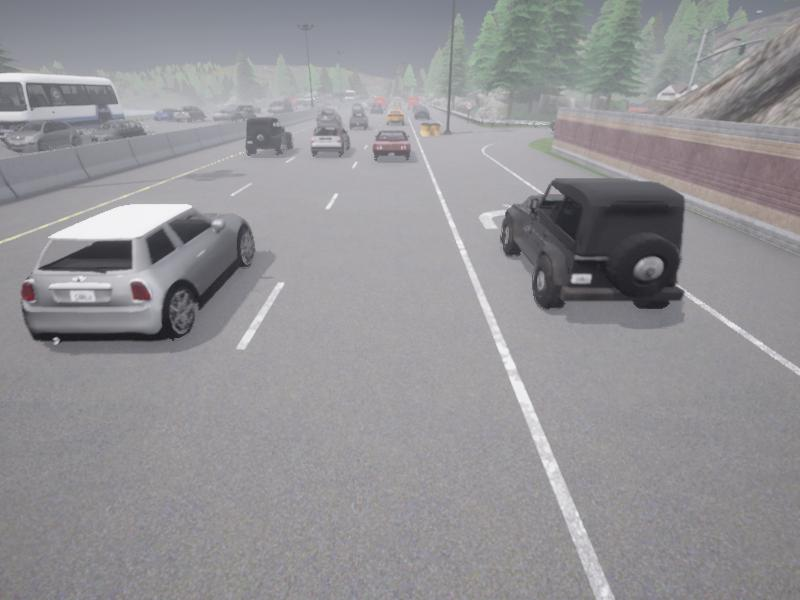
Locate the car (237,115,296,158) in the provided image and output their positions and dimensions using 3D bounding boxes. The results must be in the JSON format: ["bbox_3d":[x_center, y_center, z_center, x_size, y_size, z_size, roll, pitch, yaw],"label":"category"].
[{"bbox_3d":[-7.430,-9.340,22.693,1.905,1.878,3.866,0,27,0],"label":"car"}]

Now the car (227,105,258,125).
[{"bbox_3d":[-18.000,-21.350,46.044,1.905,1.878,3.866,0,27,0],"label":"car"}]

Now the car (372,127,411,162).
[{"bbox_3d":[-0.426,-8.522,21.745,1.895,1.301,4.718,0,27,0],"label":"car"}]

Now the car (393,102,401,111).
[{"bbox_3d":[-0.609,-40.987,84.568,1.801,1.575,5.366,0,27,0],"label":"car"}]

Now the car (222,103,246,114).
[{"bbox_3d":[-28.565,-32.966,68.955,2.038,1.542,4.974,0,27,0],"label":"car"}]

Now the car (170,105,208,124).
[{"bbox_3d":[-25.002,-22.101,47.529,1.932,1.855,4.605,0,27,0],"label":"car"}]

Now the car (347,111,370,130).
[{"bbox_3d":[-3.976,-17.582,39.101,1.845,1.501,3.633,0,27,0],"label":"car"}]

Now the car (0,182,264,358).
[{"bbox_3d":[-3.881,-0.784,6.513,1.970,1.475,3.806,0,27,0],"label":"car"}]

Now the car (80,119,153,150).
[{"bbox_3d":[-17.938,-10.615,25.554,1.789,1.549,3.705,0,27,0],"label":"car"}]

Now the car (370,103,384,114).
[{"bbox_3d":[-4.066,-33.920,70.840,2.242,1.667,4.611,0,27,0],"label":"car"}]

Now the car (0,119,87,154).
[{"bbox_3d":[-21.436,-9.880,24.067,1.851,1.617,3.988,0,27,0],"label":"car"}]

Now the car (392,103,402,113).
[{"bbox_3d":[-0.577,-35.304,73.525,1.801,1.575,5.366,0,27,0],"label":"car"}]

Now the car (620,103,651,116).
[{"bbox_3d":[36.697,-29.813,62.528,2.097,1.767,4.553,0,27,0],"label":"car"}]

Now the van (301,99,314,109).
[{"bbox_3d":[-21.635,-45.926,93.648,2.069,2.038,4.480,0,27,0],"label":"van"}]

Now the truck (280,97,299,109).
[{"bbox_3d":[-25.129,-44.850,91.085,2.627,2.467,5.204,0,27,0],"label":"truck"}]

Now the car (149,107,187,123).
[{"bbox_3d":[-28.506,-22.826,49.322,2.007,1.525,4.514,0,27,0],"label":"car"}]

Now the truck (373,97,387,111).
[{"bbox_3d":[-4.108,-41.498,84.544,2.627,2.467,5.204,0,27,0],"label":"truck"}]

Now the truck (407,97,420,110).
[{"bbox_3d":[2.881,-43.232,87.910,2.627,2.467,5.204,0,27,0],"label":"truck"}]

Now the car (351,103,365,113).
[{"bbox_3d":[-7.573,-34.708,72.259,2.033,1.649,4.856,0,27,0],"label":"car"}]

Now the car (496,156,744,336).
[{"bbox_3d":[3.119,-1.215,6.891,1.905,1.878,3.866,0,27,0],"label":"car"}]

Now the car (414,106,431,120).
[{"bbox_3d":[2.977,-25.733,54.930,2.038,1.542,4.974,0,27,0],"label":"car"}]

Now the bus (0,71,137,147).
[{"bbox_3d":[-24.830,-14.044,29.270,3.944,4.253,10.273,0,27,0],"label":"bus"}]

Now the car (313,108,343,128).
[{"bbox_3d":[-7.486,-19.215,42.127,2.242,1.667,4.611,0,27,0],"label":"car"}]

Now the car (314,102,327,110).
[{"bbox_3d":[-18.129,-44.402,91.331,2.128,1.511,4.902,0,27,0],"label":"car"}]

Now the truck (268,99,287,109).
[{"bbox_3d":[-28.636,-45.946,93.619,2.390,2.098,6.274,0,27,0],"label":"truck"}]

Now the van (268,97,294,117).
[{"bbox_3d":[-18.046,-29.431,60.992,1.988,2.561,5.915,0,27,0],"label":"van"}]

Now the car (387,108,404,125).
[{"bbox_3d":[-0.497,-20.918,45.572,1.882,1.535,5.008,0,27,0],"label":"car"}]

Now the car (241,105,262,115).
[{"bbox_3d":[-25.060,-32.185,67.742,1.895,1.301,4.718,0,27,0],"label":"car"}]

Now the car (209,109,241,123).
[{"bbox_3d":[-21.508,-22.780,49.475,1.895,1.301,4.718,0,27,0],"label":"car"}]

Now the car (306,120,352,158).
[{"bbox_3d":[-3.927,-9.251,22.827,1.851,1.617,3.988,0,27,0],"label":"car"}]
